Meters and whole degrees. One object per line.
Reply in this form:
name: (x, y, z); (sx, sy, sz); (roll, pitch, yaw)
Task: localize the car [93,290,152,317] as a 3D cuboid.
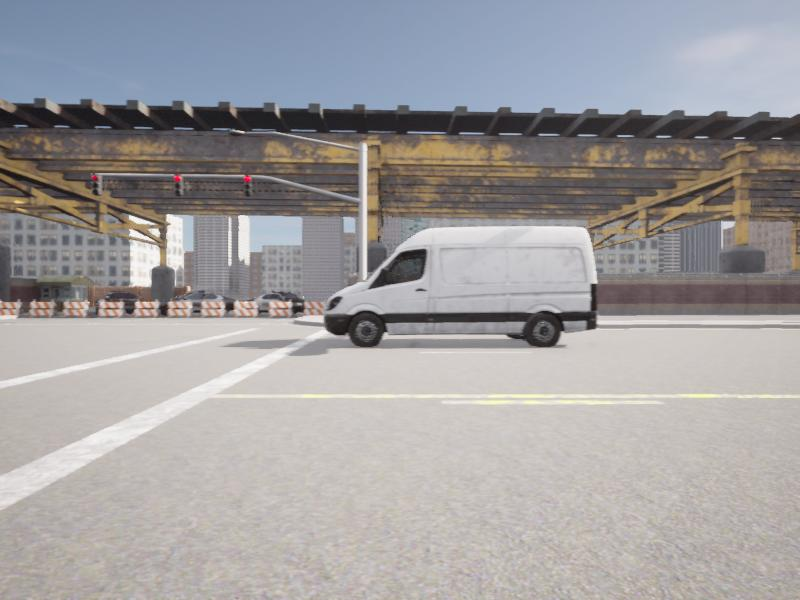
car: (-17.507, 0.200, 25.136); (4.974, 1.542, 2.038); (0, 0, 44)

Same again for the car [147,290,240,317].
car: (-12.899, 0.199, 25.147); (4.974, 1.542, 2.038); (0, 0, -36)

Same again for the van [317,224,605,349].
van: (1.252, -0.278, 9.209); (5.915, 2.561, 1.988); (0, 0, 0)

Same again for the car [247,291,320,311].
car: (-7.578, 0.041, 25.960); (4.536, 1.218, 1.853); (0, 0, 29)

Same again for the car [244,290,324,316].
car: (-7.532, 0.198, 25.936); (4.974, 1.542, 2.038); (0, 0, 29)

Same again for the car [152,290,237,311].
car: (-12.857, 0.042, 25.178); (4.536, 1.218, 1.853); (0, 0, -36)

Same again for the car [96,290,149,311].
car: (-17.545, 0.043, 25.172); (4.536, 1.218, 1.853); (0, 0, 44)
